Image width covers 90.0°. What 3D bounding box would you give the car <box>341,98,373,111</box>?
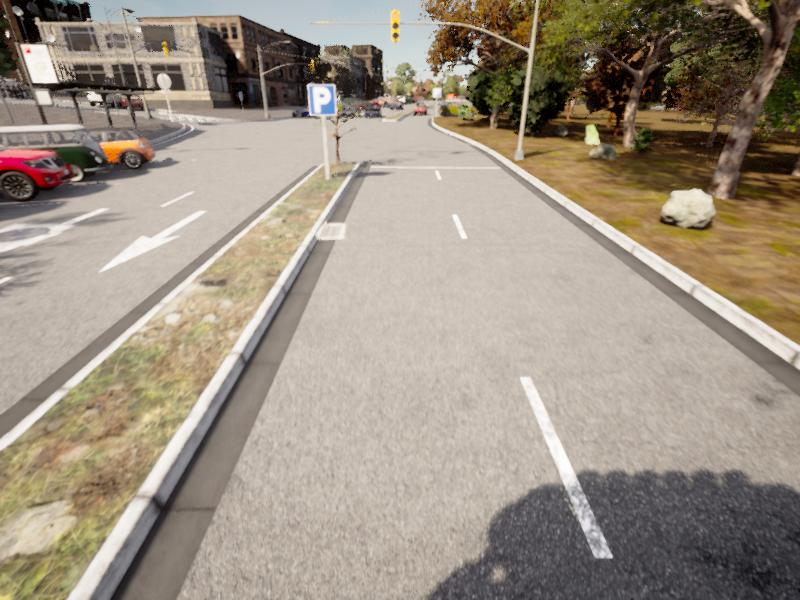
[{"bbox_3d":[-8.039,-36.807,75.147,5.566,2.045,2.435,-6,27,-10],"label":"car"}]

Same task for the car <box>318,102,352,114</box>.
[{"bbox_3d":[-10.043,-29.697,61.952,4.892,1.521,2.231,-7,28,-12],"label":"car"}]

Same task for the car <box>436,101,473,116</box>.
[{"bbox_3d":[7.639,-26.901,56.211,4.553,1.767,2.185,-6,28,-12],"label":"car"}]

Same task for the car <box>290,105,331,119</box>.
[{"bbox_3d":[-11.470,-24.175,51.348,4.792,1.488,2.163,-8,28,-13],"label":"car"}]

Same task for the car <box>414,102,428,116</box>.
[{"bbox_3d":[3.085,-27.836,58.224,1.851,1.617,3.988,3,28,6],"label":"car"}]

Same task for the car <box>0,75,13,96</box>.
[{"bbox_3d":[-43.161,-22.569,41.941,1.878,1.987,4.442,-4,26,-20],"label":"car"}]

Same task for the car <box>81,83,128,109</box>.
[{"bbox_3d":[-31.179,-21.614,42.450,2.435,2.045,5.566,-4,26,-20],"label":"car"}]

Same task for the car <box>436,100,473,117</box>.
[{"bbox_3d":[7.257,-25.625,53.528,4.442,1.987,1.878,-6,28,-13],"label":"car"}]

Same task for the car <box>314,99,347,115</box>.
[{"bbox_3d":[-10.270,-28.536,59.208,4.442,1.987,1.878,-7,28,-12],"label":"car"}]

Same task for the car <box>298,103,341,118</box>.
[{"bbox_3d":[-10.827,-25.586,53.987,5.366,1.575,1.946,-8,28,-13],"label":"car"}]

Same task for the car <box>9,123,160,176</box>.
[{"bbox_3d":[-13.637,-6.770,17.785,4.553,1.767,2.185,-10,29,-17],"label":"car"}]

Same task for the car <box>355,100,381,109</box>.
[{"bbox_3d":[-6.657,-40.691,83.202,5.008,1.535,2.097,-6,28,-9],"label":"car"}]

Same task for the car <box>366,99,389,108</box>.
[{"bbox_3d":[-5.093,-44.794,91.135,4.892,1.521,2.231,-5,28,-8],"label":"car"}]

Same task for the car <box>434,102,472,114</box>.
[{"bbox_3d":[8.154,-29.482,61.457,5.366,1.575,1.946,-5,28,-12],"label":"car"}]

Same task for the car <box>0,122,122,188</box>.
[{"bbox_3d":[-13.611,-5.496,15.092,4.442,1.987,1.878,-10,28,-17],"label":"car"}]

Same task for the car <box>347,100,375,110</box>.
[{"bbox_3d":[-7.619,-37.952,77.908,5.008,1.535,2.097,-6,27,-10],"label":"car"}]

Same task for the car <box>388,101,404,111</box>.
[{"bbox_3d":[-0.649,-35.184,72.567,2.163,1.488,4.792,3,28,7],"label":"car"}]

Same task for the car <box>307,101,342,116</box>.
[{"bbox_3d":[-10.734,-27.048,56.554,4.553,1.767,2.185,-7,28,-12],"label":"car"}]

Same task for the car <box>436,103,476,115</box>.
[{"bbox_3d":[8.174,-28.167,58.927,5.366,1.575,1.946,-6,28,-12],"label":"car"}]

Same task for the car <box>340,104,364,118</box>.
[{"bbox_3d":[-6.328,-24.988,52.846,2.128,1.511,4.902,2,27,5],"label":"car"}]

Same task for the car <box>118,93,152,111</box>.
[{"bbox_3d":[-28.185,-21.083,42.658,2.002,1.452,4.674,-4,26,-20],"label":"car"}]

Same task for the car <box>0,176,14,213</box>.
[{"bbox_3d":[-13.797,-2.738,9.682,5.566,2.045,2.435,-10,29,-17],"label":"car"}]

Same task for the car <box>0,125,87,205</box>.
[{"bbox_3d":[-13.726,-4.128,12.381,5.566,2.045,2.435,-10,28,-17],"label":"car"}]

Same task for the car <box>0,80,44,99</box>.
[{"bbox_3d":[-40.216,-22.150,42.226,2.231,1.521,4.892,-4,26,-20],"label":"car"}]

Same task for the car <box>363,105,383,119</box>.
[{"bbox_3d":[-3.428,-24.386,51.714,1.816,1.474,4.193,2,28,5],"label":"car"}]
